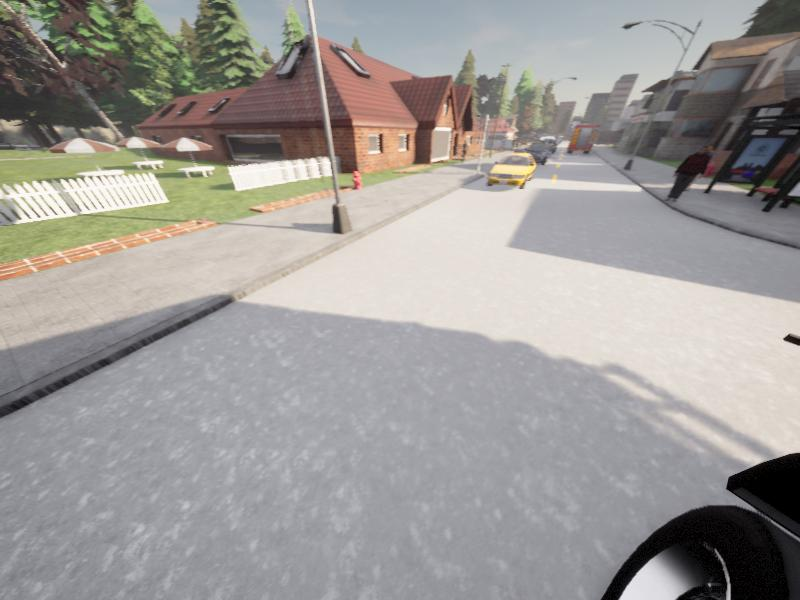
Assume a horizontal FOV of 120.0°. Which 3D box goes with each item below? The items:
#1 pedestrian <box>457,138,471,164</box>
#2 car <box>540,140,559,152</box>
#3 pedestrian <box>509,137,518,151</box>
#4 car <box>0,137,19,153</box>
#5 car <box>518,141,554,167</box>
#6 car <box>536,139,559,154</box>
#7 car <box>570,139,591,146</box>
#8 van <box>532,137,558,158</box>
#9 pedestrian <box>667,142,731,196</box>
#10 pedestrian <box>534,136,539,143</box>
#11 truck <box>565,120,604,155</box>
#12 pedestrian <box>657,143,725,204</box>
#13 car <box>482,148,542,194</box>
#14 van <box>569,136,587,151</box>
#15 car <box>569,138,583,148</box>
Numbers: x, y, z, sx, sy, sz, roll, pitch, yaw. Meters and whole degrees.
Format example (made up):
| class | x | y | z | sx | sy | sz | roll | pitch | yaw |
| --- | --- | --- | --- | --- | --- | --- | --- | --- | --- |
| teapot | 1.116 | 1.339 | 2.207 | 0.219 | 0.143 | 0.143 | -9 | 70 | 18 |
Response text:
| class | x | y | z | sx | sy | sz | roll | pitch | yaw |
| --- | --- | --- | --- | --- | --- | --- | --- | --- | --- |
| pedestrian | 5.592 | -12.957 | 20.130 | 0.751 | 1.860 | 0.751 | 13 | 38 | 18 |
| car | 25.439 | -26.165 | 39.148 | 2.163 | 1.488 | 4.792 | 19 | 40 | 24 |
| pedestrian | 18.392 | -25.362 | 37.468 | 0.751 | 1.860 | 0.751 | 24 | 42 | 29 |
| car | -66.787 | -24.795 | 36.976 | 2.150 | 2.045 | 5.566 | 19 | 40 | 24 |
| car | 12.541 | -13.535 | 21.228 | 2.097 | 1.767 | 4.553 | 19 | 40 | 24 |
| car | 22.001 | -22.841 | 34.340 | 2.242 | 1.667 | 4.611 | 19 | 40 | 25 |
| car | 51.359 | -44.954 | 65.875 | 4.181 | 1.385 | 1.994 | 4 | 36 | 6 |
| van | 18.288 | -19.315 | 29.100 | 2.069 | 2.038 | 4.480 | 19 | 39 | 24 |
| pedestrian | 12.423 | -5.477 | 9.687 | 0.751 | 1.860 | 0.751 | 22 | 41 | 28 |
| pedestrian | 40.551 | -47.767 | 68.778 | 0.751 | 1.860 | 0.751 | 13 | 38 | 18 |
| truck | 27.127 | -24.190 | 34.377 | 2.891 | 3.827 | 8.468 | 19 | 40 | 24 |
| pedestrian | 10.584 | -4.635 | 8.500 | 0.751 | 1.860 | 0.751 | -30 | 45 | -35 |
| car | 6.200 | -7.179 | 12.527 | 1.801 | 1.575 | 5.366 | 19 | 40 | 24 |
| van | 31.553 | -27.821 | 41.036 | 1.775 | 1.987 | 4.442 | 19 | 40 | 24 |
| car | 38.175 | -34.222 | 50.279 | 1.930 | 1.638 | 5.238 | 19 | 40 | 24 |
